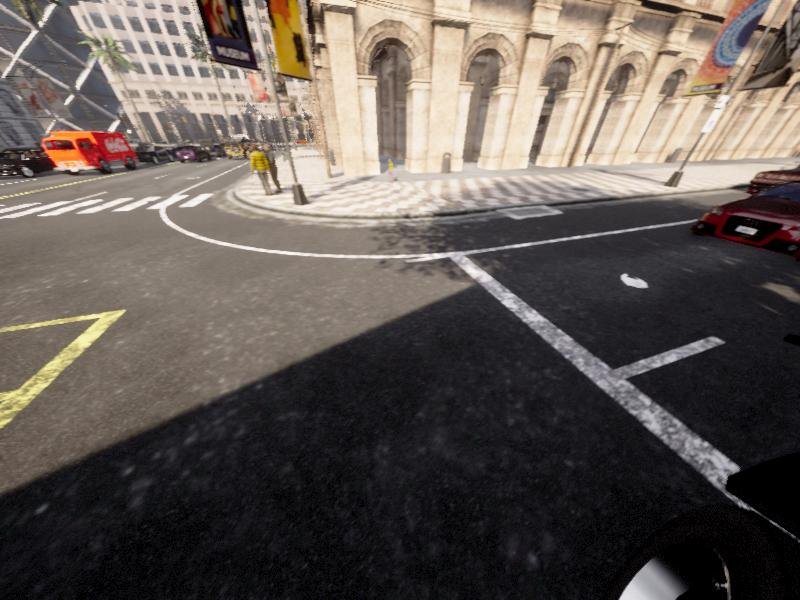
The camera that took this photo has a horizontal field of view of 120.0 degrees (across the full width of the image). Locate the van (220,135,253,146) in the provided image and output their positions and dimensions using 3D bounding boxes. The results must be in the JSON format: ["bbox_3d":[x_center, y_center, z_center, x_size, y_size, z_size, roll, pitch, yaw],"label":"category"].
[{"bbox_3d":[-43.215,-42.490,61.418,6.366,2.431,2.351,-10,37,-14],"label":"van"}]

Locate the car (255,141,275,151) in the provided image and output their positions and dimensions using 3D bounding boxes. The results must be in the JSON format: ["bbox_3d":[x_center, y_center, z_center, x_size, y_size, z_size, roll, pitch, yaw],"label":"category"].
[{"bbox_3d":[-24.535,-28.148,42.180,2.033,1.411,5.357,-10,37,-13],"label":"car"}]

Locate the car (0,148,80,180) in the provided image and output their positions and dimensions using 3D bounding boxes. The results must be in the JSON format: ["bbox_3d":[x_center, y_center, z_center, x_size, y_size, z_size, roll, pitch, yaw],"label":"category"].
[{"bbox_3d":[-25.417,-9.308,15.660,1.837,1.490,4.892,-10,37,-14],"label":"car"}]

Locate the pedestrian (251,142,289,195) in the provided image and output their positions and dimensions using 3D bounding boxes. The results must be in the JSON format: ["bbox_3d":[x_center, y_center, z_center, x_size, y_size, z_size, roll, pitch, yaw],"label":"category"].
[{"bbox_3d":[-5.391,-5.530,9.725,0.751,1.860,0.751,-5,36,-7],"label":"pedestrian"}]

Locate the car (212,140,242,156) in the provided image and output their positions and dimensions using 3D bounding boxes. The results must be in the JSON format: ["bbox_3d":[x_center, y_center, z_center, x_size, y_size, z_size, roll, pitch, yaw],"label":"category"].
[{"bbox_3d":[-24.989,-22.177,33.589,1.930,1.638,5.238,-10,37,-13],"label":"car"}]

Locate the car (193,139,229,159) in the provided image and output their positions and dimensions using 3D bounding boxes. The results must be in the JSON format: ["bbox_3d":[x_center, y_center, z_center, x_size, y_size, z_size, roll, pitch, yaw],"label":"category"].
[{"bbox_3d":[-22.948,-18.507,28.223,1.905,1.878,3.866,-10,37,-14],"label":"car"}]

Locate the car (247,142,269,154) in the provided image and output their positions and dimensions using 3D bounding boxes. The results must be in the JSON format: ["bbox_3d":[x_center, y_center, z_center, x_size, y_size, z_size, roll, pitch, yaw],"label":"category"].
[{"bbox_3d":[-22.378,-24.086,36.563,1.895,1.301,4.718,-10,37,-14],"label":"car"}]

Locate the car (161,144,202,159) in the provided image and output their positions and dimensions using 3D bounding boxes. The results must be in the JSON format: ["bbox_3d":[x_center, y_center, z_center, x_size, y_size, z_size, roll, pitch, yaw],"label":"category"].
[{"bbox_3d":[-26.613,-18.303,28.391,1.994,1.385,4.181,-9,37,-13],"label":"car"}]

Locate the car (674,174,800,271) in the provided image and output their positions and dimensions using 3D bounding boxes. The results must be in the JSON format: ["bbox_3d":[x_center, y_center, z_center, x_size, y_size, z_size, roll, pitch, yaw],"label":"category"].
[{"bbox_3d":[9.702,-2.068,5.583,4.181,1.385,1.994,-10,37,-14],"label":"car"}]

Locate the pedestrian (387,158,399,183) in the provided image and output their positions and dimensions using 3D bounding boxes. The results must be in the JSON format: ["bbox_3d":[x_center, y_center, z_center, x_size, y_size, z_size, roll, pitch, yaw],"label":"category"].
[{"bbox_3d":[-0.383,-6.824,12.191,0.500,1.100,0.500,-10,37,-13],"label":"pedestrian"}]

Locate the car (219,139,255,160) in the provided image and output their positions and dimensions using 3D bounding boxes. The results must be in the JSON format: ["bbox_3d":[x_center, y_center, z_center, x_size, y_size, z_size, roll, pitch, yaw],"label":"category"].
[{"bbox_3d":[-18.773,-17.535,26.867,1.932,1.855,4.605,-10,37,-14],"label":"car"}]

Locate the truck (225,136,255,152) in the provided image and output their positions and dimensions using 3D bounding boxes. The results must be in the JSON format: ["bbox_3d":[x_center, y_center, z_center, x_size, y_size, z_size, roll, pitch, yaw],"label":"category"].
[{"bbox_3d":[-27.391,-26.900,39.824,2.390,2.098,6.274,-10,37,-14],"label":"truck"}]

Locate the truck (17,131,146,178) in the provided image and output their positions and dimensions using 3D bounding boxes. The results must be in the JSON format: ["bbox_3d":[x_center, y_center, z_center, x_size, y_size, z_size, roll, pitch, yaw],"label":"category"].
[{"bbox_3d":[-22.299,-10.702,16.773,2.627,2.467,5.204,-11,37,-15],"label":"truck"}]

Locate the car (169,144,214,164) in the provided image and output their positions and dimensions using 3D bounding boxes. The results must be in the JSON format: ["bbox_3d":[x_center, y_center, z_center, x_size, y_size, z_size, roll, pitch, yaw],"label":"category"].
[{"bbox_3d":[-21.195,-15.041,23.718,1.816,1.474,4.193,-10,37,-14],"label":"car"}]

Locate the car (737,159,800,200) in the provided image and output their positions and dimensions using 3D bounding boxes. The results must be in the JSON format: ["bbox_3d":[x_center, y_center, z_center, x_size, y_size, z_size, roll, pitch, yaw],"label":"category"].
[{"bbox_3d":[18.965,-5.703,10.729,4.718,1.301,1.895,-10,37,-14],"label":"car"}]

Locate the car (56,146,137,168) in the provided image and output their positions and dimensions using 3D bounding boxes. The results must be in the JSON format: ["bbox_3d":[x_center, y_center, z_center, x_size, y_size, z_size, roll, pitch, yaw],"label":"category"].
[{"bbox_3d":[-27.644,-13.327,21.388,2.033,1.411,5.357,-10,37,-14],"label":"car"}]

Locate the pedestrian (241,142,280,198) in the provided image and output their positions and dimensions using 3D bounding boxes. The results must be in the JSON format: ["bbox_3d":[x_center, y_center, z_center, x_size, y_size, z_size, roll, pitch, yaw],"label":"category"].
[{"bbox_3d":[-5.511,-5.153,9.196,0.751,1.860,0.751,-20,40,-26],"label":"pedestrian"}]

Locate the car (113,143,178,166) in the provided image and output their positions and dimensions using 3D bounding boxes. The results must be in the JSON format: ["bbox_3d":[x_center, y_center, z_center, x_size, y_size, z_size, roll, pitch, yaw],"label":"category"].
[{"bbox_3d":[-24.430,-14.278,22.506,1.930,1.638,5.238,-10,37,-14],"label":"car"}]

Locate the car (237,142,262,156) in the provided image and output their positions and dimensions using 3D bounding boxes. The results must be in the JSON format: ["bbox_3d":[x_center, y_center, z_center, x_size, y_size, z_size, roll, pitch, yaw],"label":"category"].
[{"bbox_3d":[-20.610,-20.854,31.825,1.845,1.501,3.633,-10,37,-14],"label":"car"}]

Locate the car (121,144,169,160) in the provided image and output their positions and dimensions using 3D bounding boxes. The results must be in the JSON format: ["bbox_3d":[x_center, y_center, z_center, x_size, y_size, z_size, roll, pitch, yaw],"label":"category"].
[{"bbox_3d":[-29.843,-17.454,27.201,1.994,1.385,4.181,-11,37,-14],"label":"car"}]
